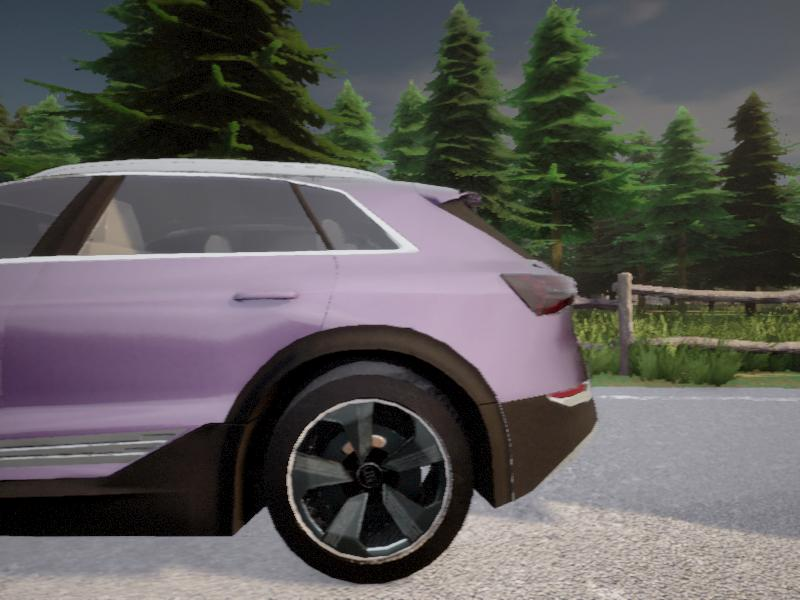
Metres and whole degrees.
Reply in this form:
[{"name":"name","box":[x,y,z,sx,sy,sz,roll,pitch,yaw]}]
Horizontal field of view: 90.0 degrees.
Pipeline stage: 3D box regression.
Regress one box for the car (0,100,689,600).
[{"name":"car","box":[-1.491,0.177,2.309,4.856,1.649,2.033,0,0,0]}]
